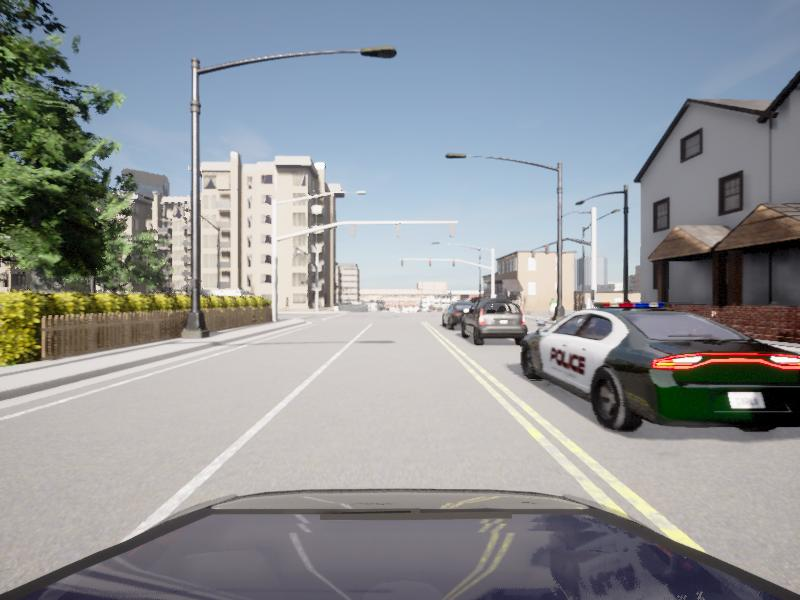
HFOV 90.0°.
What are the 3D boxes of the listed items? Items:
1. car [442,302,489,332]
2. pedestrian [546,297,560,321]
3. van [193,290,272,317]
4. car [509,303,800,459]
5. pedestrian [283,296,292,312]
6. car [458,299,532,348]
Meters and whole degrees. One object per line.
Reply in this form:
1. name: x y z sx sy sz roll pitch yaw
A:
1. car: 3.418 0.847 21.756 1.812 1.442 4.674 0 0 0
2. pedestrian: 12.000 0.705 31.409 0.751 1.860 0.751 0 0 -1
3. van: -15.337 0.339 36.934 6.366 2.431 2.351 0 0 1
4. car: 3.466 0.816 6.444 2.038 1.542 4.974 0 0 0
5. pedestrian: -13.423 0.437 47.744 0.751 1.860 0.751 0 0 5
6. car: 3.439 0.772 15.192 1.851 1.617 3.988 0 0 0
